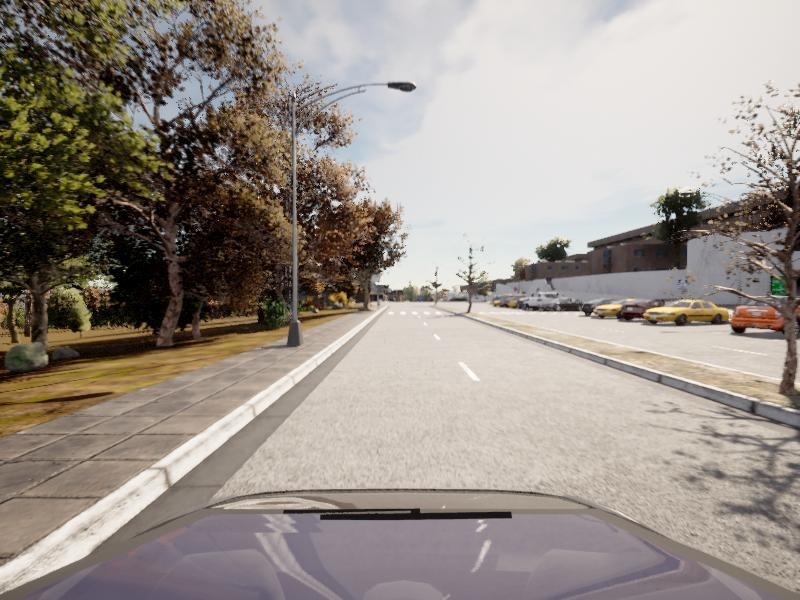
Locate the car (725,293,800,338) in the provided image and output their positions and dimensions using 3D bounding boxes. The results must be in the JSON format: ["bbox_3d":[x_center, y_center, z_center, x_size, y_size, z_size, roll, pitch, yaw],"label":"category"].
[{"bbox_3d":[16.849,0.607,17.394,4.553,1.767,2.185,1,0,-20],"label":"car"}]

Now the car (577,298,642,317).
[{"bbox_3d":[16.881,0.596,32.319,4.674,1.452,2.002,1,0,-20],"label":"car"}]

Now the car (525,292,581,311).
[{"bbox_3d":[16.921,0.193,44.258,5.566,2.045,2.435,1,0,-20],"label":"car"}]

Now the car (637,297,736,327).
[{"bbox_3d":[16.706,0.659,23.305,5.366,1.575,1.946,1,1,-20],"label":"car"}]

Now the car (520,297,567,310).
[{"bbox_3d":[16.899,0.422,47.225,5.008,1.535,2.097,1,1,-20],"label":"car"}]

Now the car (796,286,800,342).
[{"bbox_3d":[16.770,0.537,14.366,4.442,1.987,1.878,1,1,-20],"label":"car"}]

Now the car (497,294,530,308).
[{"bbox_3d":[16.794,0.123,59.113,4.442,1.987,1.878,1,1,-20],"label":"car"}]

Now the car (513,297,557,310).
[{"bbox_3d":[16.888,0.404,50.210,4.892,1.521,2.231,1,0,-20],"label":"car"}]

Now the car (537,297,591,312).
[{"bbox_3d":[16.900,0.470,41.259,4.892,1.521,2.231,1,1,-20],"label":"car"}]

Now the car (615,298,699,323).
[{"bbox_3d":[16.908,0.657,26.366,4.792,1.488,2.163,1,0,-20],"label":"car"}]

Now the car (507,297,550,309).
[{"bbox_3d":[17.070,0.383,53.257,5.366,1.575,1.946,1,0,-20],"label":"car"}]

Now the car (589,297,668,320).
[{"bbox_3d":[16.710,0.585,29.270,5.366,1.575,1.946,1,1,-20],"label":"car"}]
